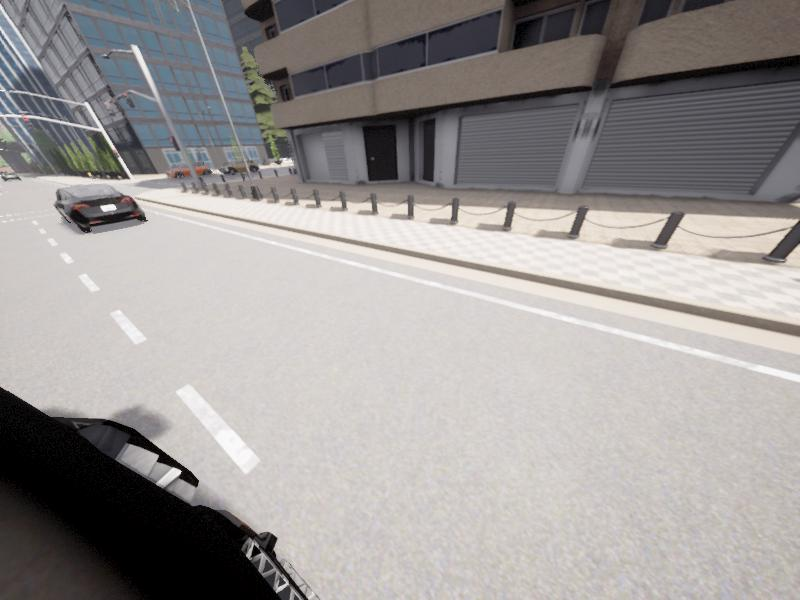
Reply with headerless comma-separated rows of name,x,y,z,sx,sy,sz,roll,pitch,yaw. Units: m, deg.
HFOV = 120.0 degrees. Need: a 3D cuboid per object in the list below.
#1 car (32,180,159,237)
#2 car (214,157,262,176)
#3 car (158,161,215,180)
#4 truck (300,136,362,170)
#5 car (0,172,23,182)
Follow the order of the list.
car,-12.834,-4.026,9.741,4.792,1.488,2.163,18,39,28
car,-21.386,-17.790,30.722,1.932,1.855,4.605,18,39,28
car,-26.845,-16.463,29.245,2.097,1.767,4.553,18,39,29
truck,-9.775,-21.857,34.151,2.891,3.827,8.468,18,39,28
car,-76.312,-24.189,45.246,4.514,1.525,2.007,17,39,28
